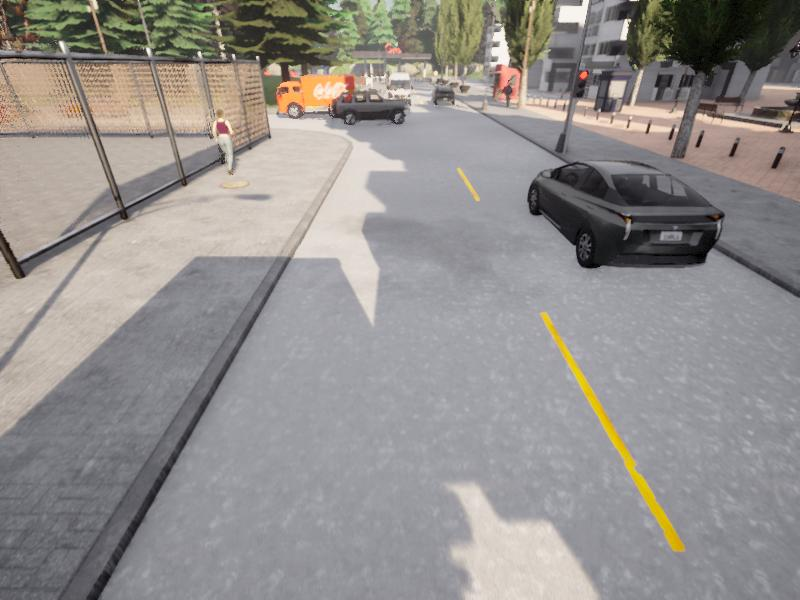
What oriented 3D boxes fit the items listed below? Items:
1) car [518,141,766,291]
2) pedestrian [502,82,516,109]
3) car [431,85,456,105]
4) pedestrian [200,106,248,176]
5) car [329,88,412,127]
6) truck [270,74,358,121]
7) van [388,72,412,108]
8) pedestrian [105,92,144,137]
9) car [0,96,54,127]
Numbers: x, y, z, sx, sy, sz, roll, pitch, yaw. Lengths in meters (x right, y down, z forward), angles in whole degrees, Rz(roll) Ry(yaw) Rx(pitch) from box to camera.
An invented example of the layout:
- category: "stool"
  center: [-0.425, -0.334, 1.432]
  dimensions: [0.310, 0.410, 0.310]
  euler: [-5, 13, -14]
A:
- category: "car"
  center: [4.028, -1.945, 7.843]
  dimensions: [2.007, 1.525, 4.514]
  euler: [0, 30, 0]
- category: "pedestrian"
  center: [8.681, -16.322, 31.886]
  dimensions: [0.751, 1.860, 0.751]
  euler: [6, 31, 10]
- category: "car"
  center: [4.048, -19.422, 37.802]
  dimensions: [1.837, 1.490, 4.892]
  euler: [0, 30, 0]
- category: "pedestrian"
  center: [-5.292, -4.802, 12.115]
  dimensions: [0.751, 1.860, 0.751]
  euler: [0, 30, 0]
- category: "car"
  center: [-1.765, -11.533, 23.903]
  dimensions: [4.605, 1.855, 1.932]
  euler: [-6, 32, -9]
- category: "truck"
  center: [-5.492, -13.486, 26.602]
  dimensions: [5.204, 2.467, 2.627]
  euler: [-4, 30, -3]
- category: "van"
  center: [0.009, -18.898, 35.862]
  dimensions: [1.988, 2.561, 5.915]
  euler: [0, 30, 0]
- category: "pedestrian"
  center: [-12.984, -8.761, 18.880]
  dimensions: [0.751, 1.860, 0.751]
  euler: [0, 30, 0]
- category: "car"
  center: [-23.425, -11.110, 23.535]
  dimensions: [4.193, 1.474, 1.816]
  euler: [0, 30, 0]
